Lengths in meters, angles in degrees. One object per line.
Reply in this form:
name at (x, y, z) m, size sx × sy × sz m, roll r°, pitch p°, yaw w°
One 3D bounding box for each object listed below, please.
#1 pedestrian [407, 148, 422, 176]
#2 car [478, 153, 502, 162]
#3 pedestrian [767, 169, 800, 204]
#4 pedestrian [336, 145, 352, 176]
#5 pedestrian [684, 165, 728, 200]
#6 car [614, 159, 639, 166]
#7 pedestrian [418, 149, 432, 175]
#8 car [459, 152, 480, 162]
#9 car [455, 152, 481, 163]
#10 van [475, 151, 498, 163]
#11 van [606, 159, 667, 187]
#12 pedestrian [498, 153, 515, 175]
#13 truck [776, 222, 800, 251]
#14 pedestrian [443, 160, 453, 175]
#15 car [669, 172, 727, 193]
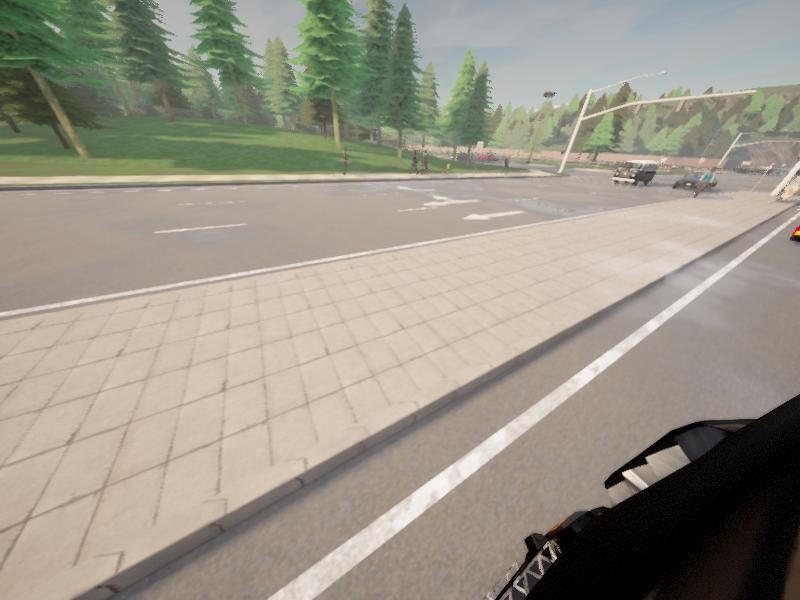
pedestrian at (1.128, -10.882, 18.279) m, size 0.751 × 1.860 × 0.751 m, roll -16°, pitch 38°, yaw -26°
car at (21.209, -33.645, 54.507) m, size 2.038 × 1.542 × 4.974 m, roll -16°, pitch 38°, yaw -26°
pedestrian at (24.768, -7.096, 14.505) m, size 0.751 × 1.860 × 0.751 m, roll 4°, pitch 34°, yaw 1°
pedestrian at (-3.936, -9.884, 16.385) m, size 0.751 × 1.860 × 0.751 m, roll -16°, pitch 38°, yaw -26°
pedestrian at (18.872, -7.263, 14.288) m, size 0.751 × 1.860 × 0.751 m, roll -16°, pitch 38°, yaw -25°
car at (71.623, -43.422, 73.123) m, size 2.038 × 1.542 × 4.974 m, roll -16°, pitch 38°, yaw -26°
pedestrian at (2.088, -11.585, 19.406) m, size 0.751 × 1.860 × 0.751 m, roll -17°, pitch 39°, yaw -27°
car at (15.343, -31.732, 51.166) m, size 1.851 × 1.617 × 3.988 m, roll -16°, pitch 38°, yaw -26°
car at (13.848, -29.318, 47.419) m, size 2.033 × 1.649 × 4.856 m, roll -16°, pitch 38°, yaw -26°
van at (19.244, -31.875, 51.345) m, size 1.775 × 1.987 × 4.442 m, roll -16°, pitch 38°, yaw -26°
van at (21.894, -11.752, 21.410) m, size 4.480 × 2.038 × 2.069 m, roll -15°, pitch 38°, yaw -26°
pedestrian at (10.624, -13.546, 23.015) m, size 0.751 × 1.860 × 0.751 m, roll -10°, pitch 36°, yaw -18°
truck at (16.736, -3.668, 7.291) m, size 8.468 × 3.827 × 2.891 m, roll -16°, pitch 38°, yaw -26°
pedestrian at (4.245, -11.736, 20.488) m, size 0.500 × 1.100 × 0.500 m, roll -17°, pitch 39°, yaw -27°
car at (26.431, -10.513, 20.510) m, size 4.181 × 1.385 × 1.994 m, roll -15°, pitch 38°, yaw -25°
